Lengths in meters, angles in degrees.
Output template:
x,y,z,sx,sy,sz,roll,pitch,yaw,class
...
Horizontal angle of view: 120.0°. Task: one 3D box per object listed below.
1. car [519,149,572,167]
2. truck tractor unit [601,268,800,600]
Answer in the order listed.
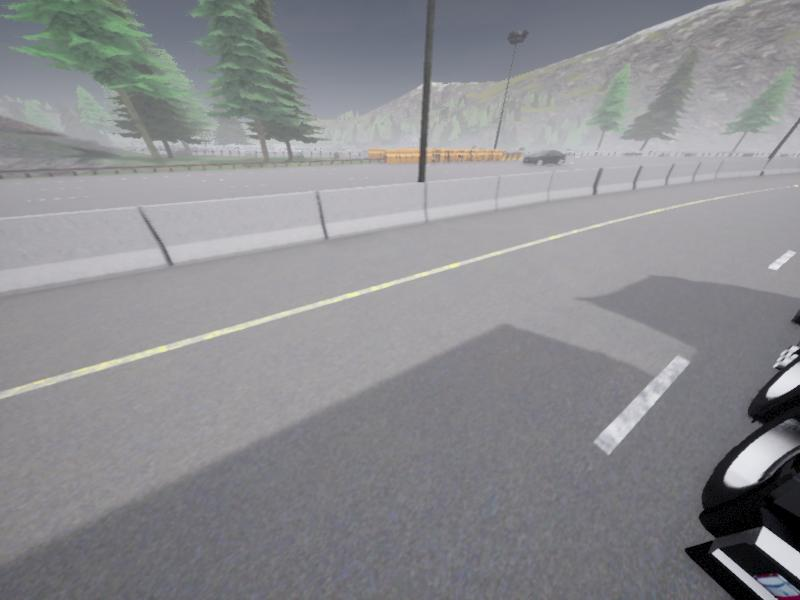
x,y,z,sx,sy,sz,roll,pitch,yaw,class
15.732,-15.439,25.028,5.008,1.535,1.882,-13,37,-18,car
5.121,-0.289,0.778,6.516,4.208,3.053,-18,39,-24,truck tractor unit
